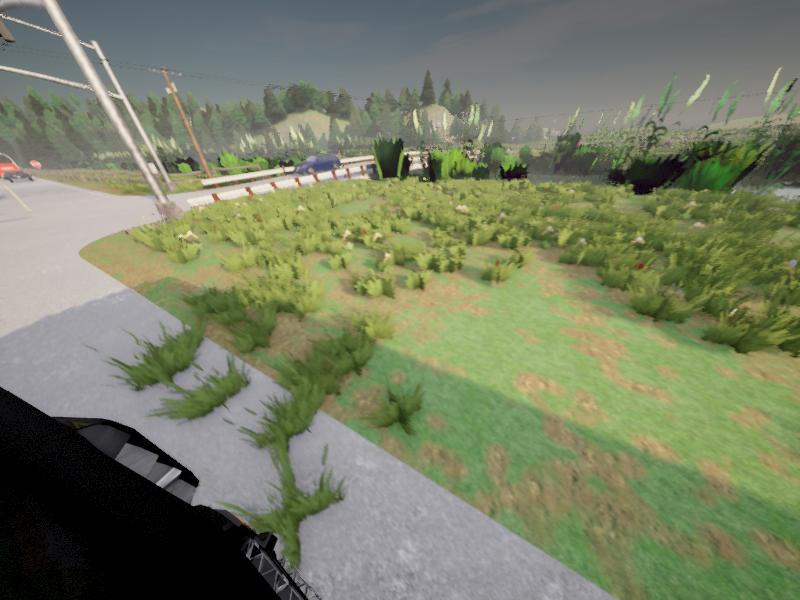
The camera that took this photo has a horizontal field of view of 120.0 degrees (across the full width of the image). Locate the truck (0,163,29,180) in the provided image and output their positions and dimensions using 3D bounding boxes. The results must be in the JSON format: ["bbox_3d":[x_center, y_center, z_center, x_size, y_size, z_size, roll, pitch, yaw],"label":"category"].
[{"bbox_3d":[-71.543,-23.561,42.360,5.204,2.467,2.627,18,39,28],"label":"truck"}]

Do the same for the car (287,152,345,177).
[{"bbox_3d":[-7.582,-12.569,21.298,1.812,1.442,4.674,20,43,30],"label":"car"}]

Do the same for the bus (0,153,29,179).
[{"bbox_3d":[-82.181,-27.645,47.675,10.273,4.253,3.944,18,39,28],"label":"bus"}]

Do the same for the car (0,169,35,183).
[{"bbox_3d":[-59.369,-19.282,35.794,5.027,1.651,2.152,18,39,28],"label":"car"}]

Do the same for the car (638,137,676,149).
[{"bbox_3d":[43.138,-26.527,38.955,3.806,1.475,1.970,20,40,30],"label":"car"}]

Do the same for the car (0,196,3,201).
[{"bbox_3d":[-31.903,-8.045,17.009,4.792,1.488,2.163,18,39,28],"label":"car"}]
